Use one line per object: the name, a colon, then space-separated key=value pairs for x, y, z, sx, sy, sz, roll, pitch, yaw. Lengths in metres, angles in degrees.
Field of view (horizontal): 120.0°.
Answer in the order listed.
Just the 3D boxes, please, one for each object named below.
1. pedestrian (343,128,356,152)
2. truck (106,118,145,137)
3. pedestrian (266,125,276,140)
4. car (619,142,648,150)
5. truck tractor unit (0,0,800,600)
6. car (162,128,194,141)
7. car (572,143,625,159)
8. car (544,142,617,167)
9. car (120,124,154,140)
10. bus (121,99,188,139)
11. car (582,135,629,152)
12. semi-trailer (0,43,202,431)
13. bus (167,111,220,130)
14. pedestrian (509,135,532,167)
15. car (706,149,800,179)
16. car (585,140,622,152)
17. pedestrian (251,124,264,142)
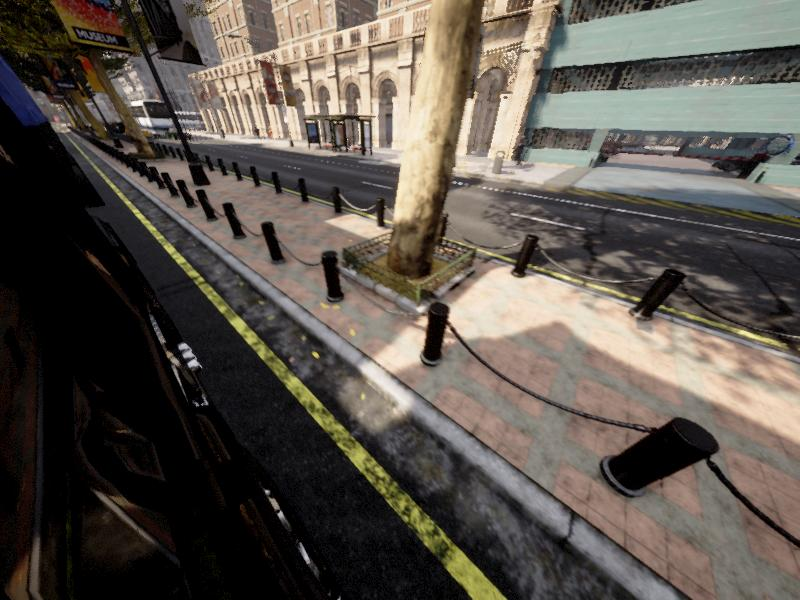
pedestrian: x=-4.877 y=-15.393 z=22.275 sx=0.751 sy=1.860 sz=0.751 roll=28 pitch=43 yaw=30
truck: x=-41.350 y=-25.960 z=34.774 sx=6.274 sy=2.098 sz=2.390 roll=28 pitch=44 yaw=30
pedestrian: x=-20.399 y=-26.493 z=36.463 sx=0.751 sy=1.860 sz=0.751 roll=30 pitch=45 yaw=33
car: x=54.279 y=-35.925 z=53.750 sx=4.718 sy=1.301 sz=1.895 roll=28 pitch=43 yaw=30
truck tractor unit: x=-2.645 y=-0.295 z=0.351 sx=6.516 sy=4.208 sz=3.053 roll=28 pitch=44 yaw=30
car: x=-30.017 y=-22.409 z=31.234 sx=4.718 sy=1.301 sz=1.895 roll=28 pitch=44 yaw=30
car: x=24.032 y=-18.212 z=28.088 sx=4.718 sy=1.301 sz=1.895 roll=28 pitch=43 yaw=30
car: x=16.270 y=-13.305 z=20.988 sx=4.786 sy=1.482 sz=2.161 roll=28 pitch=43 yaw=30
car: x=-35.159 y=-22.501 z=30.858 sx=5.366 sy=1.575 sz=1.801 roll=28 pitch=44 yaw=30
bus: x=-37.098 y=-27.230 z=34.897 sx=10.273 sy=4.253 sz=3.944 roll=28 pitch=44 yaw=30
car: x=35.279 y=-27.050 z=39.856 sx=5.566 sy=2.045 sz=2.435 roll=28 pitch=43 yaw=30
semi-trailer: x=-8.706 y=-3.568 z=4.267 sx=14.254 sy=4.402 sz=2.717 roll=28 pitch=44 yaw=30
bus: x=-61.765 y=-53.814 z=69.502 sx=3.944 sy=4.253 sz=10.273 roll=27 pitch=44 yaw=30
pedestrian: x=8.659 y=-10.705 z=16.637 sx=0.751 sy=1.860 sz=0.751 roll=-30 pitch=47 yaw=-35
car: x=27.796 y=-10.505 z=17.729 sx=4.902 sy=1.511 sz=2.128 roll=28 pitch=43 yaw=30
car: x=35.223 y=-26.758 z=40.119 sx=4.514 sy=1.523 sz=2.007 roll=28 pitch=43 yaw=30
pedestrian: x=-19.352 y=-22.695 z=31.391 sx=0.751 sy=1.860 sz=0.751 roll=23 pitch=41 yaw=26
